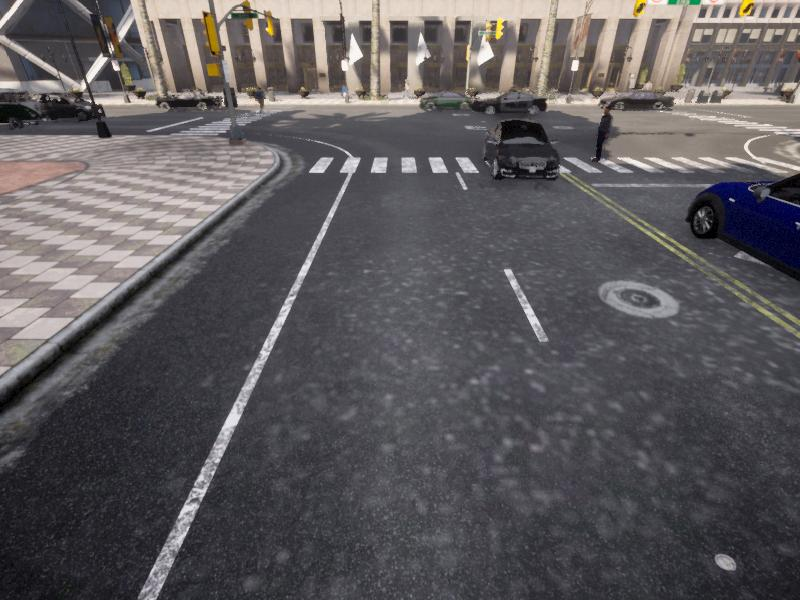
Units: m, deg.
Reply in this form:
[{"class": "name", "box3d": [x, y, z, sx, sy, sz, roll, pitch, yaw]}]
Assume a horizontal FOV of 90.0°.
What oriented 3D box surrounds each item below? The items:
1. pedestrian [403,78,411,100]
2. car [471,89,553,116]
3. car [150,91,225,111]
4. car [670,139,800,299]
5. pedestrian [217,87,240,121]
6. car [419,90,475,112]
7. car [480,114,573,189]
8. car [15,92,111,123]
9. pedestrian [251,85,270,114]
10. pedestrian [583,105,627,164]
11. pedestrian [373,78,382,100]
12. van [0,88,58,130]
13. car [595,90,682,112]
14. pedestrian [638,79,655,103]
[{"class": "pedestrian", "box3d": [0.663, -20.504, 38.941, 0.751, 1.860, 0.751, -2, 30, -3]}, {"class": "car", "box3d": [7.879, -14.152, 28.630, 5.238, 1.638, 1.930, 0, 30, 0]}, {"class": "car", "box3d": [-16.815, -15.823, 31.833, 4.718, 1.301, 1.895, -1, 30, -1]}, {"class": "car", "box3d": [7.074, -1.332, 6.520, 2.097, 1.767, 4.553, 0, 30, 0]}, {"class": "pedestrian", "box3d": [-10.911, -12.479, 25.498, 0.751, 1.860, 0.751, -1, 30, -2]}, {"class": "car", "box3d": [3.635, -15.815, 31.748, 4.181, 1.385, 1.994, 0, 30, 0]}, {"class": "car", "box3d": [3.899, -5.099, 13.269, 1.837, 1.490, 4.892, 2, 30, 4]}, {"class": "car", "box3d": [-21.196, -12.228, 25.367, 3.988, 1.617, 1.851, -3, 30, -5]}, {"class": "pedestrian", "box3d": [-10.091, -14.515, 28.986, 0.751, 1.860, 0.751, 5, 31, 8]}, {"class": "pedestrian", "box3d": [7.186, -5.821, 14.095, 0.751, 1.860, 0.751, 1, 30, 2]}, {"class": "pedestrian", "box3d": [-2.187, -20.683, 39.247, 0.751, 1.860, 0.751, -5, 31, -9]}, {"class": "van", "box3d": [-22.343, -10.568, 22.148, 4.442, 1.987, 1.775, -4, 30, -8]}, {"class": "car", "box3d": [18.728, -15.771, 31.649, 5.357, 1.411, 2.033, 0, 30, 0]}, {"class": "pedestrian", "box3d": [22.165, -18.781, 35.990, 0.751, 1.860, 0.751, 24, 38, 35]}]
